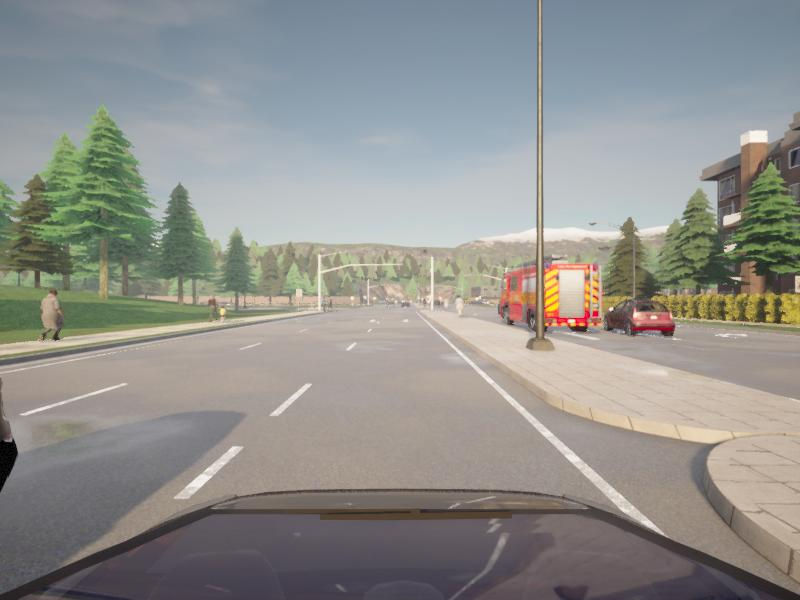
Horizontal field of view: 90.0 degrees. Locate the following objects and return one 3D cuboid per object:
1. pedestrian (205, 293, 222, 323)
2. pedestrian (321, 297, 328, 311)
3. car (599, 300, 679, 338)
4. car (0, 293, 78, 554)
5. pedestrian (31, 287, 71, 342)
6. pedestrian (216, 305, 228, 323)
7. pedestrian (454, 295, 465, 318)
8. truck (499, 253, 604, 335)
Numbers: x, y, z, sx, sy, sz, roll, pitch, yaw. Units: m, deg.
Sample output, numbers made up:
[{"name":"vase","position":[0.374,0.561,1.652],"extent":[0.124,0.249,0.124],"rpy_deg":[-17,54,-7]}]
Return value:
[{"name":"pedestrian","position":[-11.904,0.494,25.562],"extent":[0.751,1.860,0.751],"rpy_deg":[0,0,1]},{"name":"pedestrian","position":[-9.692,0.514,51.179],"extent":[0.751,1.860,0.751],"rpy_deg":[0,0,5]},{"name":"car","position":[11.128,0.803,18.983],"extent":[1.851,1.617,3.988],"rpy_deg":[0,0,8]},{"name":"car","position":[-3.531,0.779,0.704],"extent":[2.033,1.649,4.856],"rpy_deg":[0,0,0]},{"name":"pedestrian","position":[-12.026,0.485,13.804],"extent":[0.751,1.860,0.751],"rpy_deg":[0,0,3]},{"name":"pedestrian","position":[-11.046,0.873,24.841],"extent":[0.500,1.100,0.500],"rpy_deg":[0,0,1]},{"name":"pedestrian","position":[4.865,0.511,32.585],"extent":[0.751,1.860,0.751],"rpy_deg":[0,0,-5]},{"name":"truck","position":[8.169,-0.301,22.991],"extent":[2.891,3.827,8.468],"rpy_deg":[0,0,1]}]
